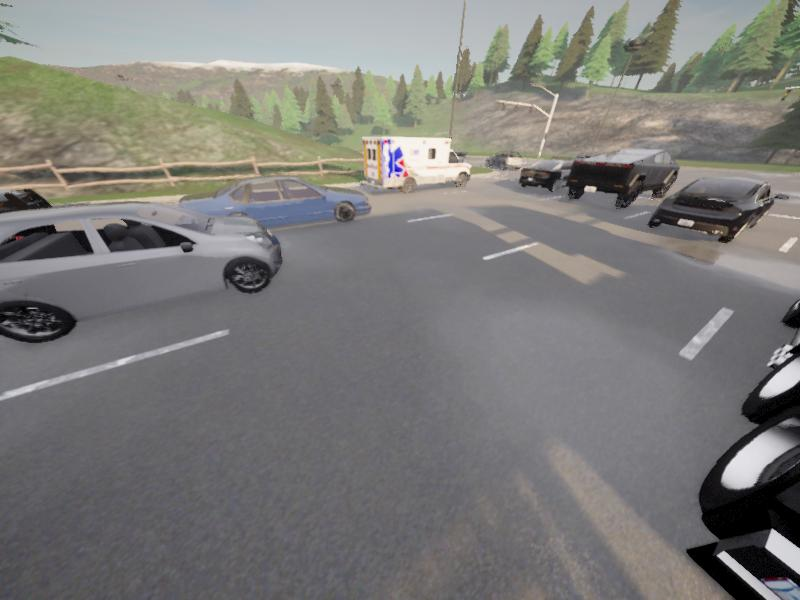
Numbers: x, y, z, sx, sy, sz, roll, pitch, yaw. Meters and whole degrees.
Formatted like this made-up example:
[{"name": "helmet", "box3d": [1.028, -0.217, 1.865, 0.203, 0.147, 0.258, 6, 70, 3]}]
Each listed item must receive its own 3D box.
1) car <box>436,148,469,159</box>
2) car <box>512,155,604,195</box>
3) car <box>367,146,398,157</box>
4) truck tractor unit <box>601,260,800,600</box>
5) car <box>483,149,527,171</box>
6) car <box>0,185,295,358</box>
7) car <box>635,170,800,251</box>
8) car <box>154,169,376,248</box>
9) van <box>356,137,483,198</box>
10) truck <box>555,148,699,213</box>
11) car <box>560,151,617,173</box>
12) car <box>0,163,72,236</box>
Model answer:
[{"name": "car", "box3d": [8.609, -24.241, 38.143, 4.718, 1.301, 1.895, 26, 42, 32]}, {"name": "car", "box3d": [9.384, -7.560, 13.714, 5.238, 1.638, 1.930, -19, 39, -26]}, {"name": "car", "box3d": [-3.115, -26.812, 41.598, 5.357, 1.411, 2.033, 18, 38, 23]}, {"name": "truck tractor unit", "box3d": [5.132, -0.273, 0.804, 6.516, 4.208, 3.053, -18, 40, -25]}, {"name": "car", "box3d": [10.470, -14.256, 23.450, 1.851, 1.617, 3.988, -8, 36, -13]}, {"name": "car", "box3d": [-4.019, -0.823, 3.860, 3.633, 1.501, 1.845, -18, 39, -24]}, {"name": "car", "box3d": [10.126, -3.070, 7.358, 4.892, 1.490, 1.837, -18, 39, -25]}, {"name": "car", "box3d": [-3.685, -3.175, 7.385, 5.357, 1.411, 2.033, -18, 39, -25]}, {"name": "van", "box3d": [1.127, -7.444, 12.728, 6.366, 2.431, 2.351, -18, 39, -25]}, {"name": "truck", "box3d": [10.642, -5.852, 10.858, 6.274, 2.098, 2.390, -19, 39, -26]}, {"name": "car", "box3d": [17.979, -13.410, 22.340, 1.851, 1.617, 3.988, -3, 35, -5]}, {"name": "car", "box3d": [-13.429, -2.441, 5.957, 5.238, 1.638, 1.930, -18, 39, -25]}]
